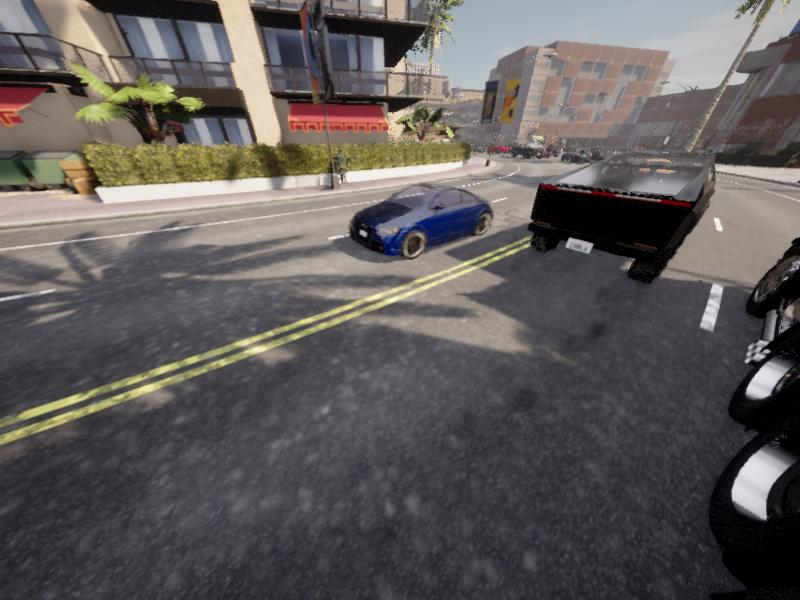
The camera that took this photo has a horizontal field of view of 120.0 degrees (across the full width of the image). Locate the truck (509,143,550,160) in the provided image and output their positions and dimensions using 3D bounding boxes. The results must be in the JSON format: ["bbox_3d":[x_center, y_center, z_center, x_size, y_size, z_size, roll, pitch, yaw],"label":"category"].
[{"bbox_3d":[20.653,-24.047,37.304,2.390,2.098,6.274,-4,35,-6],"label":"truck"}]

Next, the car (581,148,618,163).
[{"bbox_3d":[27.289,-19.904,31.756,1.851,1.617,3.988,4,35,5],"label":"car"}]

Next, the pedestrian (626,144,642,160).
[{"bbox_3d":[34.523,-21.842,34.084,0.751,1.860,0.751,-5,35,-8],"label":"pedestrian"}]

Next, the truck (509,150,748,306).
[{"bbox_3d":[5.812,-2.399,5.746,6.274,2.098,2.390,-24,41,-31],"label":"truck"}]

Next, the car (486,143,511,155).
[{"bbox_3d":[21.357,-33.157,50.599,2.150,2.045,5.566,-7,35,-10],"label":"car"}]

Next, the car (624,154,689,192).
[{"bbox_3d":[16.137,-8.323,14.876,1.801,1.575,5.366,23,40,29],"label":"car"}]

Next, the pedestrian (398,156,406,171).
[{"bbox_3d":[0.184,-11.694,19.817,0.500,1.100,0.500,27,43,33],"label":"pedestrian"}]

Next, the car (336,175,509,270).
[{"bbox_3d":[0.723,-2.399,6.357,4.181,1.385,1.994,-23,41,-30],"label":"car"}]

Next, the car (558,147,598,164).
[{"bbox_3d":[23.683,-19.466,31.042,2.242,1.667,4.611,5,35,7],"label":"car"}]

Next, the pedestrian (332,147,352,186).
[{"bbox_3d":[-3.239,-7.486,12.982,0.751,1.860,0.751,-13,37,-18],"label":"pedestrian"}]

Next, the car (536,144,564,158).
[{"bbox_3d":[26.905,-26.911,41.689,1.905,1.878,3.866,-4,35,-7],"label":"car"}]

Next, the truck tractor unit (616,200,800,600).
[{"bbox_3d":[5.000,-0.395,0.938,6.516,4.208,3.053,-22,41,-29],"label":"truck tractor unit"}]
